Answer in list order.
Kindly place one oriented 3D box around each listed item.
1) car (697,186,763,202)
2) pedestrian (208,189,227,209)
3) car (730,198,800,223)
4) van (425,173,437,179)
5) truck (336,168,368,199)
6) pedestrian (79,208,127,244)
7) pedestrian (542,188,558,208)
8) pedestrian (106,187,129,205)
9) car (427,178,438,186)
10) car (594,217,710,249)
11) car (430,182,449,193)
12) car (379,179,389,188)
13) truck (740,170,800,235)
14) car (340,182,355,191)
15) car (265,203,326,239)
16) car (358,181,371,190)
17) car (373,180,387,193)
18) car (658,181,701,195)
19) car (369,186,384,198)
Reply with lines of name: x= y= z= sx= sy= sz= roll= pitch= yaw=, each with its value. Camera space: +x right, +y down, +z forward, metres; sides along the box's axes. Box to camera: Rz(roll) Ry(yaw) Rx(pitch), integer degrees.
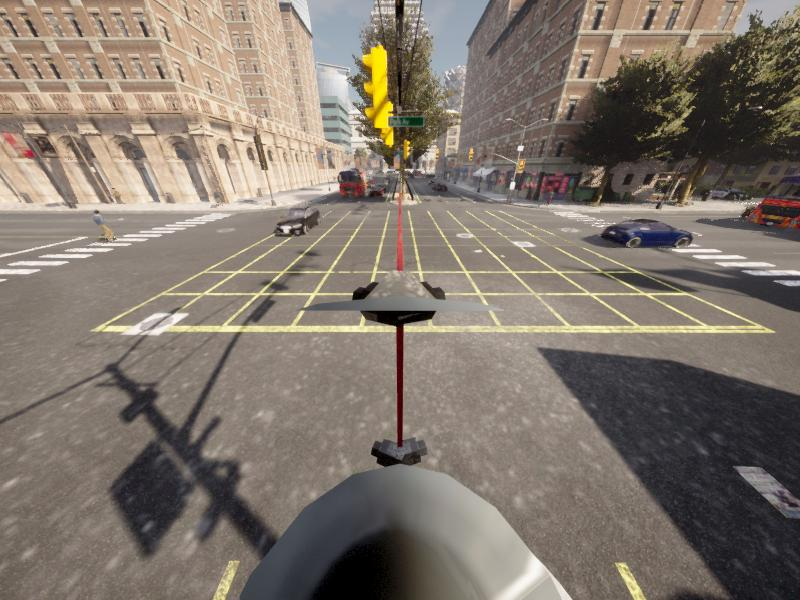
car: x=45.916 y=-14.963 z=32.392 sx=2.038 sy=1.542 sz=4.974 roll=0 pitch=30 yaw=1
pedestrian: x=-18.878 y=-10.481 z=23.946 sx=0.751 sy=1.860 sz=0.751 roll=3 pitch=30 yaw=4
car: x=32.226 y=-7.610 z=19.544 sx=5.238 sy=1.638 sz=1.930 roll=-2 pitch=30 yaw=-3
van: x=11.792 y=-47.032 z=87.425 sx=2.069 sy=2.038 sz=4.480 roll=22 pitch=37 yaw=36
truck: x=-7.080 y=-18.109 z=35.544 sx=2.891 sy=3.827 sz=8.468 roll=0 pitch=30 yaw=0
pedestrian: x=-17.490 y=-4.369 z=13.663 sx=0.751 sy=1.860 sz=0.751 roll=0 pitch=30 yaw=-1
pedestrian: x=16.014 y=-10.919 z=24.704 sx=0.751 sy=1.860 sz=0.751 roll=0 pitch=30 yaw=1
pedestrian: x=-32.221 y=-11.894 z=26.393 sx=0.751 sy=1.860 sz=0.751 roll=-3 pitch=30 yaw=-6
car: x=7.989 y=-28.982 z=56.672 sx=2.038 sy=1.542 sz=4.974 roll=0 pitch=30 yaw=0
car: x=14.396 y=-3.949 z=13.475 sx=4.181 sy=1.385 sz=1.994 roll=0 pitch=30 yaw=0
car: x=7.226 y=-20.721 z=42.452 sx=1.812 sy=1.442 sz=4.674 roll=-6 pitch=30 yaw=-10
car: x=-3.521 y=-26.241 z=51.979 sx=1.970 sy=1.475 sz=3.806 roll=0 pitch=30 yaw=0
truck: x=30.920 y=-6.790 z=15.935 sx=8.468 sy=3.827 sz=2.891 roll=0 pitch=30 yaw=0
car: x=-10.295 y=-22.354 z=45.417 sx=1.895 sy=1.301 sz=4.718 roll=0 pitch=30 yaw=0
car: x=-7.138 y=-5.786 z=16.512 sx=2.128 sy=1.511 sz=4.902 roll=0 pitch=30 yaw=0
car: x=-7.043 y=-22.911 z=46.211 sx=1.970 sy=1.475 sz=3.806 roll=0 pitch=30 yaw=0
car: x=-3.558 y=-20.386 z=41.525 sx=2.097 sy=1.767 sz=4.553 roll=0 pitch=30 yaw=0
car: x=46.025 y=-18.540 z=38.227 sx=1.905 sy=1.878 sz=3.866 roll=0 pitch=30 yaw=0
car: x=-3.577 y=-16.711 z=35.654 sx=1.895 sy=1.301 sz=4.718 roll=0 pitch=30 yaw=0
